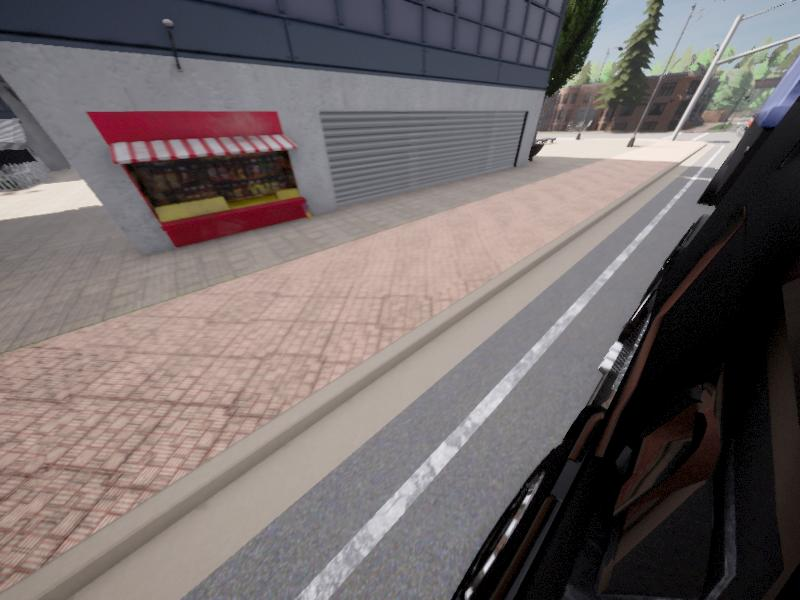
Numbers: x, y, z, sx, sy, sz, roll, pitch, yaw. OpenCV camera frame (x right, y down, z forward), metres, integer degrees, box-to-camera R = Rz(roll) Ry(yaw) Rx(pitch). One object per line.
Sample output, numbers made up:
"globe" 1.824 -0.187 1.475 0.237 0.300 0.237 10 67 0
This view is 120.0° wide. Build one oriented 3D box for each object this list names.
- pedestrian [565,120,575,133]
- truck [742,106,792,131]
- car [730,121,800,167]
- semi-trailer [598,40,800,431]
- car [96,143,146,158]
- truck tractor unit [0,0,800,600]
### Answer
"pedestrian" 31.335 -32.003 42.524 0.751 1.860 0.751 -31 45 -32
"truck" 50.646 -25.115 32.022 5.204 2.467 2.627 -28 44 -30
"car" 19.980 -8.459 12.352 5.238 1.638 1.930 -28 44 -30
"semi-trailer" 8.702 -3.598 4.230 14.254 4.402 2.717 -28 44 -30
"car" -42.422 -22.911 35.346 4.674 1.442 1.812 -27 44 -29
"truck tractor unit" 2.645 -0.295 0.351 6.516 4.208 3.053 -28 44 -30
